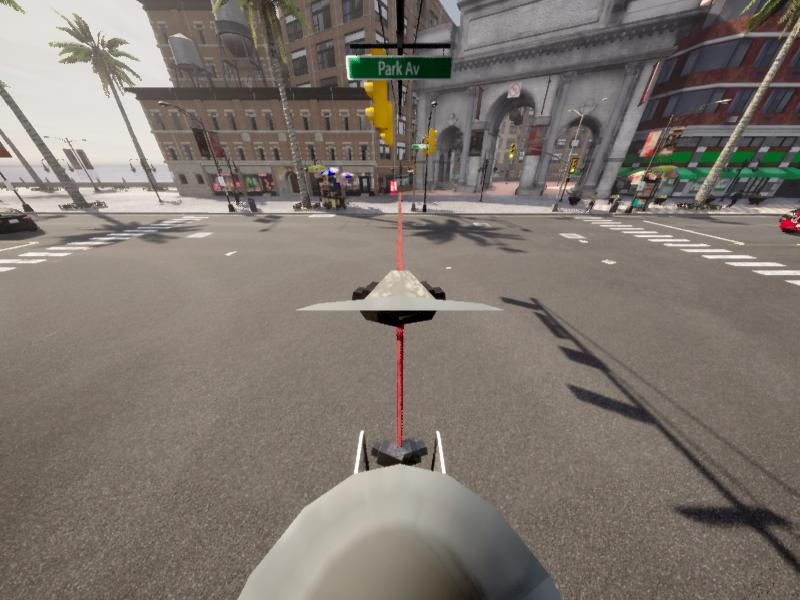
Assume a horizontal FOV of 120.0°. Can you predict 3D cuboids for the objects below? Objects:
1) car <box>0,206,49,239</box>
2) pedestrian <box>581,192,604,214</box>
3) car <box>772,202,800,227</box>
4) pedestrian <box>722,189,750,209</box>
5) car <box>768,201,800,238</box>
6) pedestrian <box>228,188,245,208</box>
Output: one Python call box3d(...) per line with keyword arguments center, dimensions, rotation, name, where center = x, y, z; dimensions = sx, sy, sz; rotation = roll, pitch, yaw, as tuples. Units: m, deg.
box3d(center=(-27.685, -5.181, 15.311), dimensions=(4.611, 1.667, 2.242), rotation=(0, 30, 0), name="car")
box3d(center=(17.782, -8.983, 21.378), dimensions=(0.751, 1.860, 0.751), rotation=(1, 30, 2), name="pedestrian")
box3d(center=(32.449, -6.567, 17.831), dimensions=(3.705, 1.549, 1.789), rotation=(0, 30, 0), name="car")
box3d(center=(34.927, -10.526, 24.024), dimensions=(0.751, 1.860, 0.751), rotation=(-11, 32, -18), name="pedestrian")
box3d(center=(28.565, -5.055, 14.722), dimensions=(5.566, 2.045, 2.150), rotation=(1, 30, 0), name="car")
box3d(center=(-17.325, -10.810, 24.516), dimensions=(0.751, 1.860, 0.751), rotation=(3, 30, 6), name="pedestrian")
